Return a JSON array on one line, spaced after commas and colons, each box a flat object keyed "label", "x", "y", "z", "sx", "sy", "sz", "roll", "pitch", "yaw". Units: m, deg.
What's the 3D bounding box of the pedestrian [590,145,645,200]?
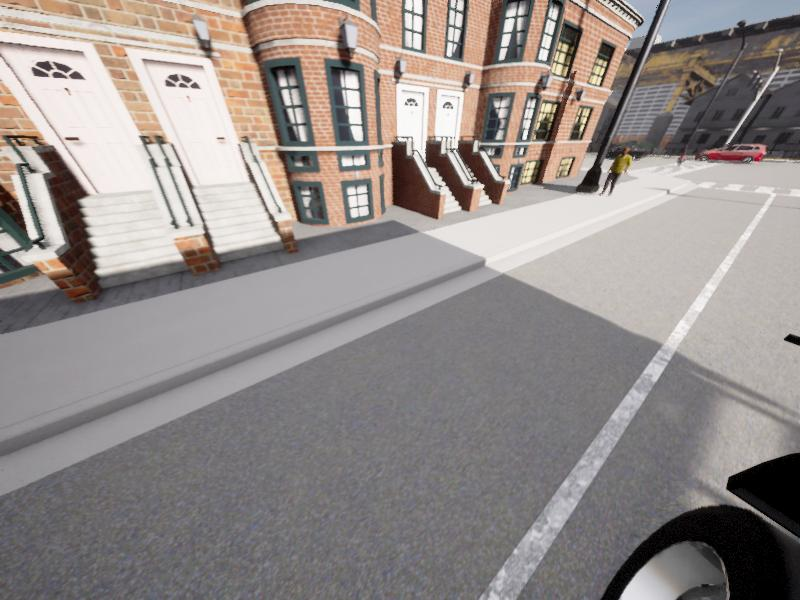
[{"label": "pedestrian", "x": 8.708, "y": -5.138, "z": 9.323, "sx": 0.751, "sy": 1.860, "sz": 0.751, "roll": -20, "pitch": 39, "yaw": -25}]

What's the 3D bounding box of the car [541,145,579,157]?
[{"label": "car", "x": 24.624, "y": -23.083, "z": 35.639, "sx": 1.994, "sy": 1.385, "sz": 4.181, "roll": -22, "pitch": 40, "yaw": -27}]

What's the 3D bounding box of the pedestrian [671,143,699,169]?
[{"label": "pedestrian", "x": 24.136, "y": -12.252, "z": 19.631, "sx": 0.751, "sy": 1.860, "sz": 0.751, "roll": 29, "pitch": 44, "yaw": 35}]

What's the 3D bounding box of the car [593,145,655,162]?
[{"label": "car", "x": 26.810, "y": -17.771, "z": 27.883, "sx": 1.837, "sy": 1.490, "sz": 4.892, "roll": -22, "pitch": 40, "yaw": -27}]

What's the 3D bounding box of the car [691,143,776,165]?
[{"label": "car", "x": 34.265, "y": -15.189, "z": 23.943, "sx": 2.242, "sy": 1.667, "sz": 4.611, "roll": -22, "pitch": 40, "yaw": -27}]
